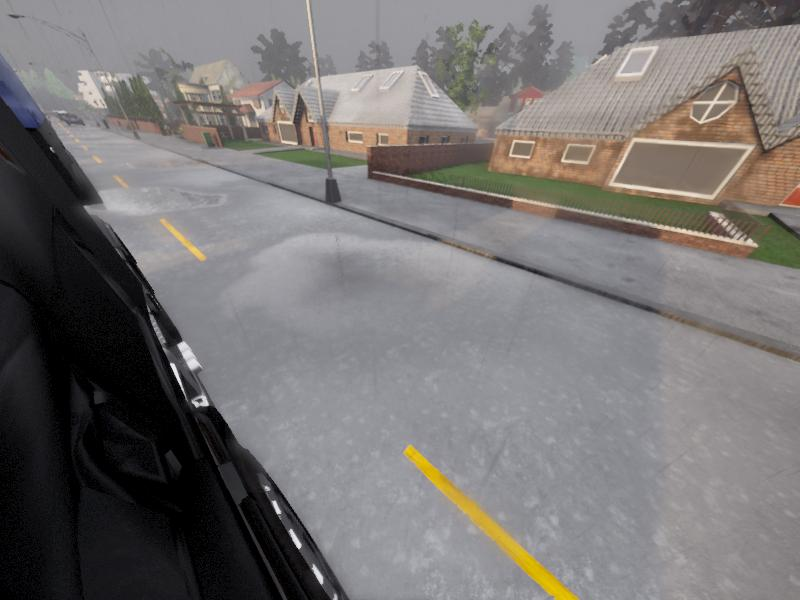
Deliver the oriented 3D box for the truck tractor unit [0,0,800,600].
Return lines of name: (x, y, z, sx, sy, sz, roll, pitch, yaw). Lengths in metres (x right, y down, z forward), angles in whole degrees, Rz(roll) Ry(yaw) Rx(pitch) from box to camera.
truck tractor unit: (-2.645, -0.295, 0.351, 6.516, 4.208, 3.053, 28, 44, 30)

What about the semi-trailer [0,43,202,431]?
semi-trailer: (-8.693, -3.616, 4.223, 14.254, 4.402, 2.717, 28, 44, 30)

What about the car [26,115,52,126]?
car: (-62.614, -31.243, 40.112, 4.181, 1.385, 1.994, 28, 44, 30)

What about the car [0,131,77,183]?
car: (-15.666, -6.087, 9.633, 4.181, 1.385, 1.994, 28, 44, 30)

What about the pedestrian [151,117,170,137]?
pedestrian: (-27.909, -20.157, 26.954, 0.751, 1.860, 0.751, 28, 44, 30)

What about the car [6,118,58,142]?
car: (-32.168, -14.979, 20.310, 4.193, 1.474, 1.816, 28, 44, 30)

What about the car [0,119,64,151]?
car: (-25.806, -11.593, 16.164, 4.514, 1.525, 2.007, 28, 44, 30)

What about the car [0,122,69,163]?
car: (-20.666, -8.840, 12.826, 4.514, 1.525, 2.007, 28, 44, 30)
